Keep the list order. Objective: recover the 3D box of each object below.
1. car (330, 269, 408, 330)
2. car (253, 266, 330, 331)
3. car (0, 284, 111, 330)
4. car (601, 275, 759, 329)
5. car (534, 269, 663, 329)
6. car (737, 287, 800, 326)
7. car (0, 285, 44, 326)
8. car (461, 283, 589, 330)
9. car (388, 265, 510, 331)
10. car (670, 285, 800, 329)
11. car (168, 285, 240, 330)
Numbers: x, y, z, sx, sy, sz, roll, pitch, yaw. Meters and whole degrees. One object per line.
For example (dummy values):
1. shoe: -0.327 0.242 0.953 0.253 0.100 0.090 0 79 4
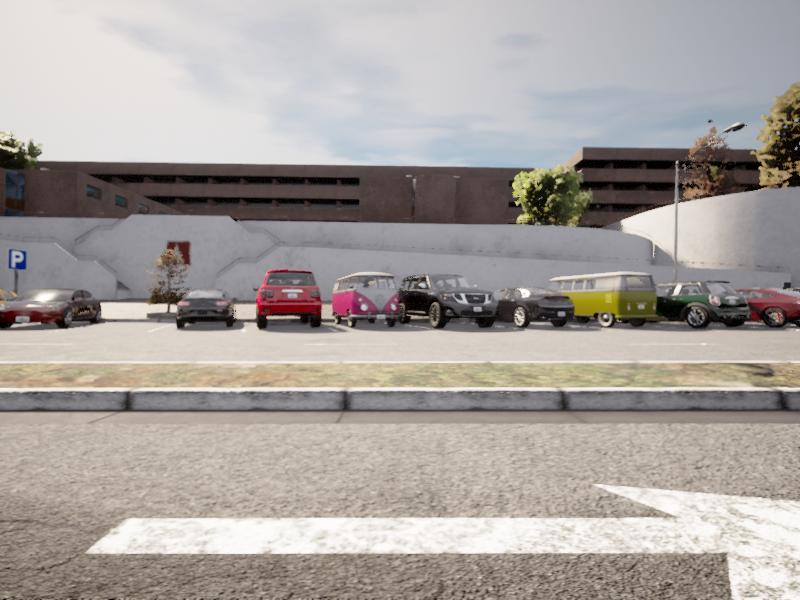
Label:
1. car: -1.382 0.014 15.458 1.878 1.987 4.442 1 -1 -20
2. car: -4.425 -0.007 15.597 2.435 2.045 5.566 0 -1 -20
3. car: -13.353 0.259 15.553 2.163 1.488 4.792 1 -1 -20
4. car: 10.515 0.100 15.519 2.185 1.767 4.553 0 -1 -20
5. car: 7.480 0.005 15.663 1.878 1.987 4.442 0 -1 -20
6. car: 16.506 0.247 15.513 2.163 1.488 4.792 0 -1 -20
7. car: -16.281 0.211 15.412 1.946 1.575 5.366 1 -1 -20
8. car: 4.540 0.234 15.549 2.231 1.521 4.892 0 -1 -20
9. car: 1.571 -0.015 15.538 2.435 2.045 5.566 0 -1 -20
10. car: 13.487 0.262 15.538 2.002 1.452 4.674 0 -1 -20
11. car: -7.396 0.282 15.568 2.002 1.452 4.674 0 -1 -20
